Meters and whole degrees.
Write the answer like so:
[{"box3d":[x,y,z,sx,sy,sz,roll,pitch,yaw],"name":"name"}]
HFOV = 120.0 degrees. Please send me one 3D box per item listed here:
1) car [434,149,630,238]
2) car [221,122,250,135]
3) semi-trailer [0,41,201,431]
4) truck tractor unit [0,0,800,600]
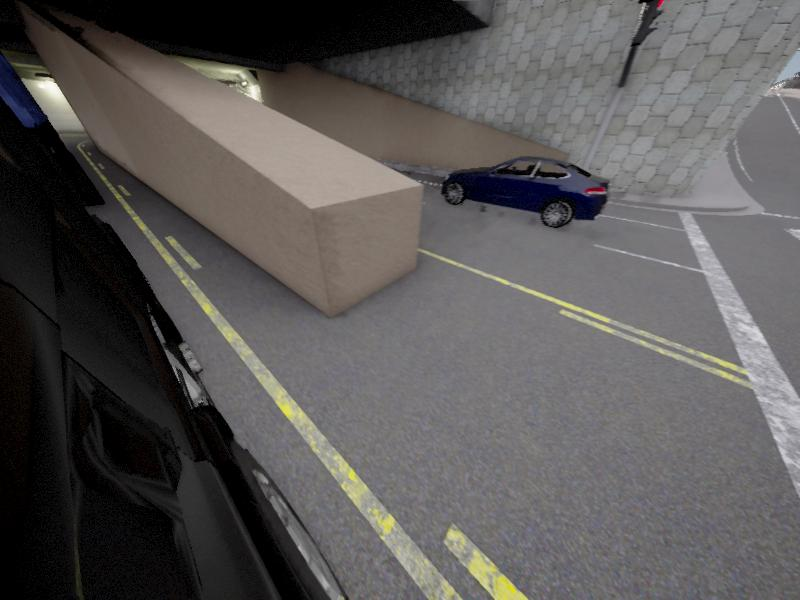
[{"box3d":[3.953,-3.830,7.693,5.027,1.651,2.152,28,43,30],"name":"car"},{"box3d":[-32.636,-34.183,46.040,1.932,1.855,4.605,7,37,7],"name":"car"},{"box3d":[-8.687,-3.602,4.254,14.254,4.402,2.717,28,44,30],"name":"semi-trailer"},{"box3d":[-2.645,-0.295,0.351,6.516,4.208,3.053,28,44,30],"name":"truck tractor unit"}]
